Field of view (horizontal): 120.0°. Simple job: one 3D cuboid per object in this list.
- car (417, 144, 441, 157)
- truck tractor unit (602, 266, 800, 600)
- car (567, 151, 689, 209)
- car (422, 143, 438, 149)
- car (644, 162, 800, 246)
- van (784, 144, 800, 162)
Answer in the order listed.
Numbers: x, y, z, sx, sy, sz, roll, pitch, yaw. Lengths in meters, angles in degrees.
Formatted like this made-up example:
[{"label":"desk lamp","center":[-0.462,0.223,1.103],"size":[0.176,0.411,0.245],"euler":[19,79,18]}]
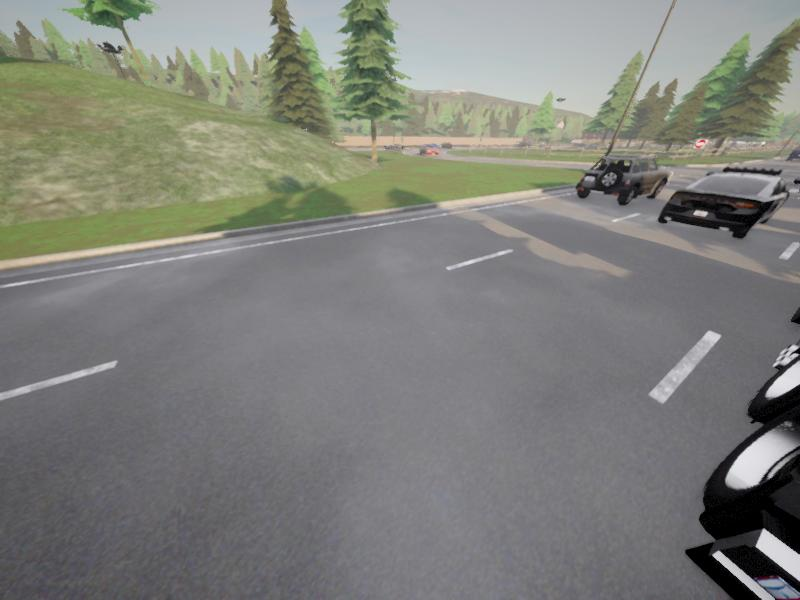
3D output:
[{"label":"car","center":[4.750,-24.877,38.366],"size":[2.242,1.667,4.611],"euler":[-9,36,-13]},{"label":"truck tractor unit","center":[5.110,-0.302,0.776],"size":[6.516,4.208,3.053],"euler":[-18,39,-24]},{"label":"car","center":[10.265,-5.581,10.471],"size":[4.605,1.855,1.932],"euler":[-18,39,-24]},{"label":"car","center":[9.198,-47.424,71.026],"size":[4.514,1.525,2.007],"euler":[-18,39,-24]},{"label":"car","center":[10.671,-3.313,7.420],"size":[5.238,1.638,1.930],"euler":[-18,39,-24]},{"label":"van","center":[56.797,-20.651,32.429],"size":[4.442,1.987,1.775],"euler":[-18,39,-24]}]
